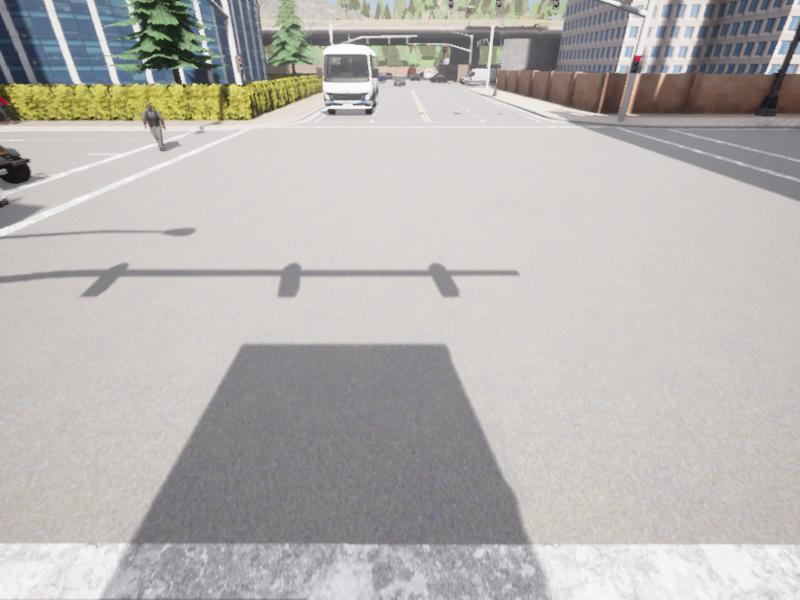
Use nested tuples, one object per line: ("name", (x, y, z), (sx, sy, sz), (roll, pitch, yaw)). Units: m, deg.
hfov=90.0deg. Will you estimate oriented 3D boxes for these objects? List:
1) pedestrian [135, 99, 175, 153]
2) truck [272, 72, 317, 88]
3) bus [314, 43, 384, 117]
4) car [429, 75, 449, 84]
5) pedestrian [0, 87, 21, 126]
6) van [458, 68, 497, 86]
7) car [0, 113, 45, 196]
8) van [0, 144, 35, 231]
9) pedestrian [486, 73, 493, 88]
("pedestrian", (-9.612, -6.834, 15.753), (0.751, 1.860, 0.751), (-9, 32, -15))
("truck", (-16.342, -34.357, 62.415), (6.274, 2.098, 2.390), (0, 30, 0))
("bus", (-3.406, -16.805, 30.451), (3.944, 4.253, 10.273), (0, 30, 0))
("car", (7.283, -41.658, 75.526), (1.837, 1.490, 4.892), (-11, 31, -18))
("pedestrian", (-21.887, -10.601, 21.877), (0.751, 1.860, 0.751), (2, 30, 3))
("van", (13.176, -38.058, 68.259), (5.915, 2.561, 1.988), (-2, 30, -3))
("car", (-12.633, -3.897, 10.758), (3.866, 1.878, 1.905), (0, 30, -1))
("van", (-11.636, -2.364, 7.612), (6.366, 2.431, 2.351), (0, 30, -1))
("pedestrian", (13.068, -32.156, 58.554), (0.751, 1.860, 0.751), (1, 30, 1))
